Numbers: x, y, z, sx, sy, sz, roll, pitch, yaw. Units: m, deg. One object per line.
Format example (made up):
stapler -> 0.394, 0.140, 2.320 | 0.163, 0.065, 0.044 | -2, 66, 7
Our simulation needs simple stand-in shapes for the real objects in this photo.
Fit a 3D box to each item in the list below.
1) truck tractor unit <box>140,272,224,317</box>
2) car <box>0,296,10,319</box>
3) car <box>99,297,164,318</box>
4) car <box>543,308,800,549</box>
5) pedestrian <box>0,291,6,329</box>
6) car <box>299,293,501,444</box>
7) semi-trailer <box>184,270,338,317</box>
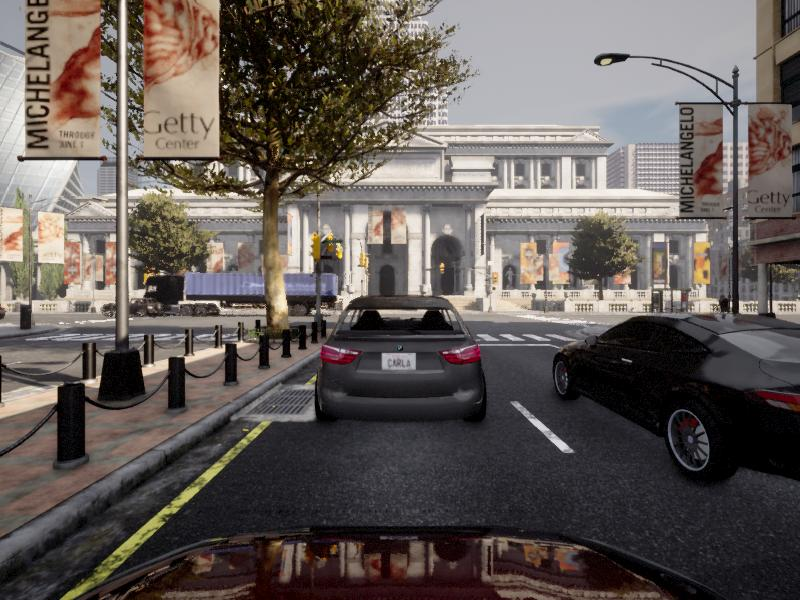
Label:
truck tractor unit -> -21.355, -0.523, 39.453 | 6.516, 4.208, 3.053 | 0, 0, 0
car -> -34.566, 0.646, 32.518 | 3.866, 1.878, 1.905 | 0, 0, 0
car -> -24.059, 0.651, 35.965 | 4.605, 1.855, 1.932 | 0, 0, 0
car -> 3.472, 0.870, 4.859 | 1.812, 1.442, 4.674 | 0, 0, 0
pedestrian -> -19.803, 0.485, 19.502 | 0.751, 1.860, 0.751 | 0, 0, -38
car -> 0.019, 0.756, 6.742 | 2.242, 1.667, 4.611 | 0, 0, 0
semi-trailer -> -13.442, -0.618, 39.390 | 14.254, 4.402, 2.717 | 0, 0, 0
